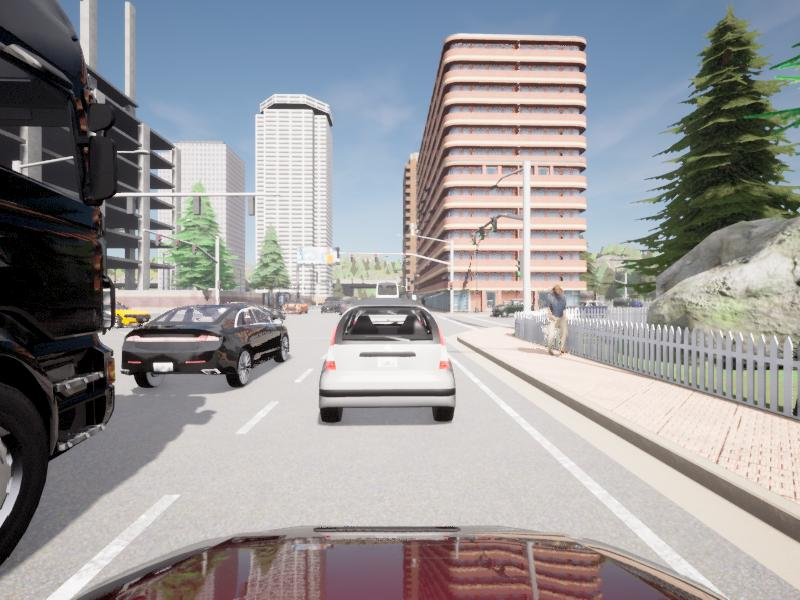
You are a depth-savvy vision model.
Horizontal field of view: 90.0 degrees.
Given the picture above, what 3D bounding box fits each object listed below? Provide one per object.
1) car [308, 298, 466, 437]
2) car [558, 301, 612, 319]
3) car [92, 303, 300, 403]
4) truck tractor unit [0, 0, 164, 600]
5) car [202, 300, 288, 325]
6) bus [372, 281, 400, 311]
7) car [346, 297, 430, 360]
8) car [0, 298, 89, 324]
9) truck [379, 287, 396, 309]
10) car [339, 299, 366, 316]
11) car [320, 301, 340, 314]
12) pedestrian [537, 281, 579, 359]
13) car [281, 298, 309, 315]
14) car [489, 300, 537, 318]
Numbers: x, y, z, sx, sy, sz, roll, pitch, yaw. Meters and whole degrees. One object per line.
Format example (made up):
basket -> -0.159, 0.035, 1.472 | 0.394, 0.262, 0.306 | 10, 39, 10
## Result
car -> -0.207, 0.788, 6.686 | 1.851, 1.617, 3.988 | 0, 0, -2
car -> 15.441, 0.798, 33.417 | 3.806, 1.475, 1.970 | 0, 0, -22
car -> -3.774, 0.836, 8.674 | 2.128, 1.511, 4.902 | 0, 0, -2
truck tractor unit -> -3.404, -0.516, 0.105 | 3.053, 4.208, 6.516 | 0, 0, -3
car -> -10.267, 0.812, 26.850 | 4.974, 1.542, 2.038 | 0, 0, -2
bus -> -2.067, -0.533, 61.354 | 3.944, 4.253, 10.273 | 0, 0, -2
car -> -0.383, 0.756, 12.936 | 2.242, 1.667, 4.611 | 0, 0, -2
car -> -23.904, 0.716, 26.326 | 5.238, 1.638, 1.930 | 0, 0, -3
truck -> -2.345, -0.325, 74.066 | 2.891, 3.827, 8.468 | 0, 0, -2
car -> -4.927, 0.752, 42.059 | 2.242, 1.667, 4.611 | 0, -1, 1
car -> -8.566, 0.844, 49.348 | 1.837, 1.490, 4.892 | 0, 0, -2
pedestrian -> 3.917, 0.485, 9.972 | 0.751, 1.860, 0.751 | 0, 0, -2
car -> -11.956, 0.694, 45.747 | 2.097, 1.767, 4.553 | 0, 0, -2
car -> 10.037, 0.759, 35.522 | 3.705, 1.549, 1.789 | 0, 0, -14
